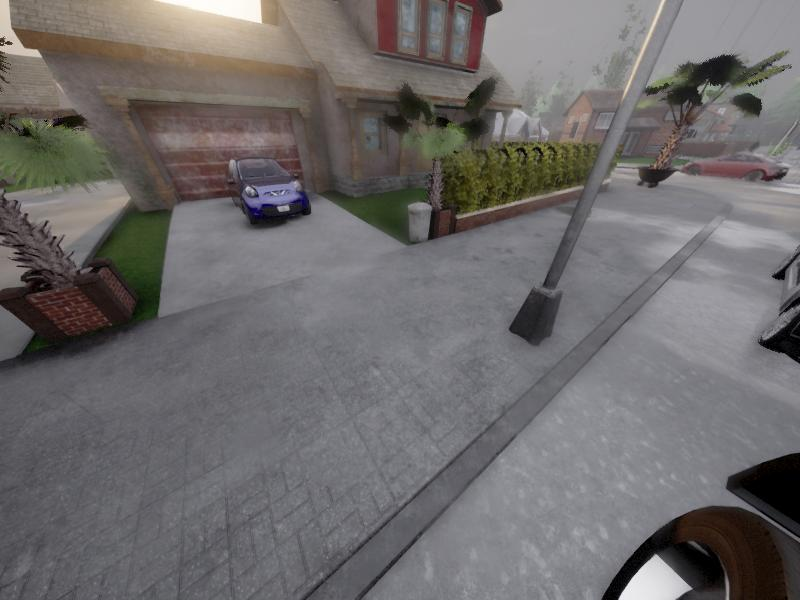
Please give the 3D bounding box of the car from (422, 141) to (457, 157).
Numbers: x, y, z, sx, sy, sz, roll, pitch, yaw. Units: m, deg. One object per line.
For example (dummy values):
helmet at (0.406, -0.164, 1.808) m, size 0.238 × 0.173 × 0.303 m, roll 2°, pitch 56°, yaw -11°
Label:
car at (5.476, -21.410, 32.709) m, size 2.097 × 1.767 × 4.553 m, roll -22°, pitch 41°, yaw -28°

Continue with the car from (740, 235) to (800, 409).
car at (6.545, -0.167, 2.712) m, size 5.238 × 1.638 × 1.930 m, roll -22°, pitch 41°, yaw -28°

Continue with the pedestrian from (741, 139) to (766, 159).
pedestrian at (39.594, -16.943, 25.877) m, size 0.751 × 1.860 × 0.751 m, roll -25°, pitch 42°, yaw -31°

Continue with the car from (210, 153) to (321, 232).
car at (-4.139, -3.474, 7.009) m, size 1.845 × 1.501 × 3.633 m, roll -24°, pitch 42°, yaw -30°

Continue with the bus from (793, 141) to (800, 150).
bus at (81.256, -31.541, 44.475) m, size 10.273 × 4.253 × 3.944 m, roll -22°, pitch 41°, yaw -28°

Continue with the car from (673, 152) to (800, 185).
car at (20.698, -8.286, 14.359) m, size 1.994 × 1.385 × 4.181 m, roll -12°, pitch 37°, yaw -16°
